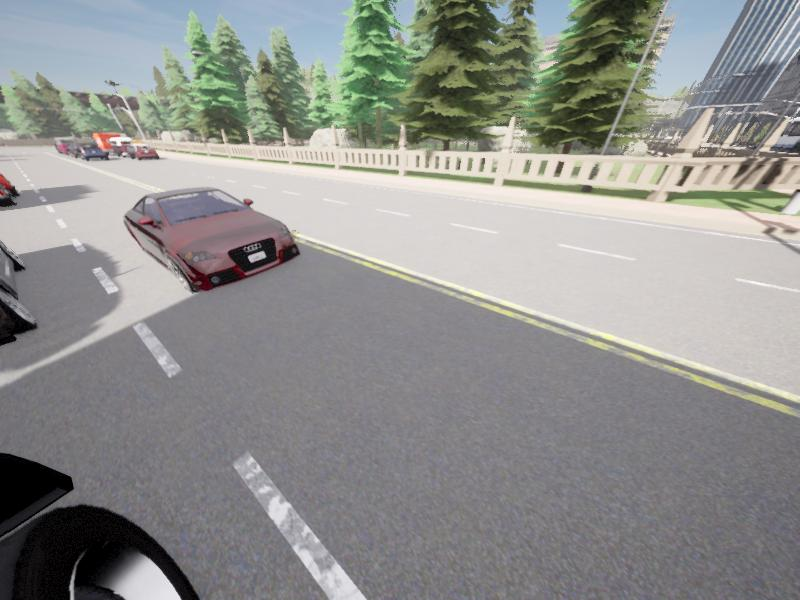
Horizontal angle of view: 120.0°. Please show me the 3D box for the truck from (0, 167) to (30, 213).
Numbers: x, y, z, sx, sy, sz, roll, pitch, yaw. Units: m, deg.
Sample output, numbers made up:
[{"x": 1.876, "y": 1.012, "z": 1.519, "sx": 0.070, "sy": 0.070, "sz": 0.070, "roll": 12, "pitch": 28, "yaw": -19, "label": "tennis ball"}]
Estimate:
[{"x": -16.728, "y": -4.650, "z": 8.265, "sx": 5.204, "sy": 2.467, "sz": 2.627, "roll": 22, "pitch": 41, "yaw": 28, "label": "truck"}]

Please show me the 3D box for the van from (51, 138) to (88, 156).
[{"x": -45.026, "y": -20.880, "z": 31.474, "sx": 4.442, "sy": 1.987, "sz": 1.775, "roll": 22, "pitch": 41, "yaw": 28, "label": "van"}]

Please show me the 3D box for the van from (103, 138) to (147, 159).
[{"x": -34.313, "y": -19.027, "z": 28.845, "sx": 4.480, "sy": 2.038, "sz": 2.069, "roll": 22, "pitch": 41, "yaw": 28, "label": "van"}]

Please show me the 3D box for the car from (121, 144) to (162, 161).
[{"x": -29.191, "y": -16.718, "z": 26.093, "sx": 3.806, "sy": 1.475, "sz": 1.970, "roll": 22, "pitch": 41, "yaw": 28, "label": "car"}]

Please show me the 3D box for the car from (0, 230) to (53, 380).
[{"x": -6.983, "y": -0.359, "z": 2.958, "sx": 5.238, "sy": 1.638, "sz": 1.930, "roll": 22, "pitch": 41, "yaw": 28, "label": "car"}]

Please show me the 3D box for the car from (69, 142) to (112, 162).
[{"x": -33.663, "y": -16.116, "z": 25.119, "sx": 3.988, "sy": 1.617, "sz": 1.851, "roll": 22, "pitch": 41, "yaw": 28, "label": "car"}]

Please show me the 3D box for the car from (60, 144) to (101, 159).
[{"x": -39.203, "y": -18.277, "z": 28.334, "sx": 5.357, "sy": 1.411, "sz": 2.033, "roll": 22, "pitch": 41, "yaw": 28, "label": "car"}]

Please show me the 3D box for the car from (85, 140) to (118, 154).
[{"x": -46.150, "y": -23.660, "z": 35.699, "sx": 4.856, "sy": 1.649, "sz": 2.033, "roll": 22, "pitch": 41, "yaw": 28, "label": "car"}]

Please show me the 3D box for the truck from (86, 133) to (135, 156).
[{"x": -39.999, "y": -21.511, "z": 31.959, "sx": 5.204, "sy": 2.467, "sz": 2.627, "roll": 22, "pitch": 41, "yaw": 28, "label": "truck"}]

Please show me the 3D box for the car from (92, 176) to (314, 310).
[{"x": -4.156, "y": -1.572, "z": 4.911, "sx": 4.181, "sy": 1.385, "sz": 1.994, "roll": 22, "pitch": 41, "yaw": 28, "label": "car"}]

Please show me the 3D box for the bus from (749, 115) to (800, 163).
[{"x": 45.711, "y": -17.888, "z": 25.544, "sx": 3.944, "sy": 4.253, "sz": 10.273, "roll": 22, "pitch": 41, "yaw": 28, "label": "bus"}]
